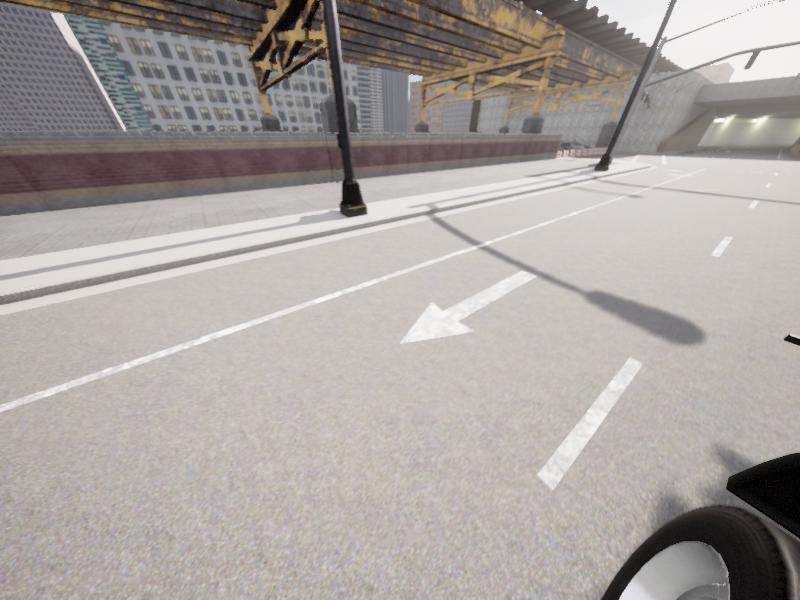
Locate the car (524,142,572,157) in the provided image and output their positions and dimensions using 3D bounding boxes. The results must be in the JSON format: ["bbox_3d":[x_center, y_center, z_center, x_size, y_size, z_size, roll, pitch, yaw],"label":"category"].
[{"bbox_3d":[19.994,-20.519,31.461,4.974,1.542,2.038,5,36,7],"label":"car"}]

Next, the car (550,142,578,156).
[{"bbox_3d":[23.764,-22.061,33.616,2.038,1.542,4.974,11,37,15],"label":"car"}]

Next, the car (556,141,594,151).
[{"bbox_3d":[27.658,-24.346,36.551,4.536,1.218,1.853,-4,35,-5],"label":"car"}]

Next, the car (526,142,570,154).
[{"bbox_3d":[19.942,-20.652,31.376,4.536,1.218,1.853,5,36,7],"label":"car"}]

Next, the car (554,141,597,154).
[{"bbox_3d":[27.710,-24.221,36.647,4.974,1.542,2.038,-4,35,-5],"label":"car"}]
